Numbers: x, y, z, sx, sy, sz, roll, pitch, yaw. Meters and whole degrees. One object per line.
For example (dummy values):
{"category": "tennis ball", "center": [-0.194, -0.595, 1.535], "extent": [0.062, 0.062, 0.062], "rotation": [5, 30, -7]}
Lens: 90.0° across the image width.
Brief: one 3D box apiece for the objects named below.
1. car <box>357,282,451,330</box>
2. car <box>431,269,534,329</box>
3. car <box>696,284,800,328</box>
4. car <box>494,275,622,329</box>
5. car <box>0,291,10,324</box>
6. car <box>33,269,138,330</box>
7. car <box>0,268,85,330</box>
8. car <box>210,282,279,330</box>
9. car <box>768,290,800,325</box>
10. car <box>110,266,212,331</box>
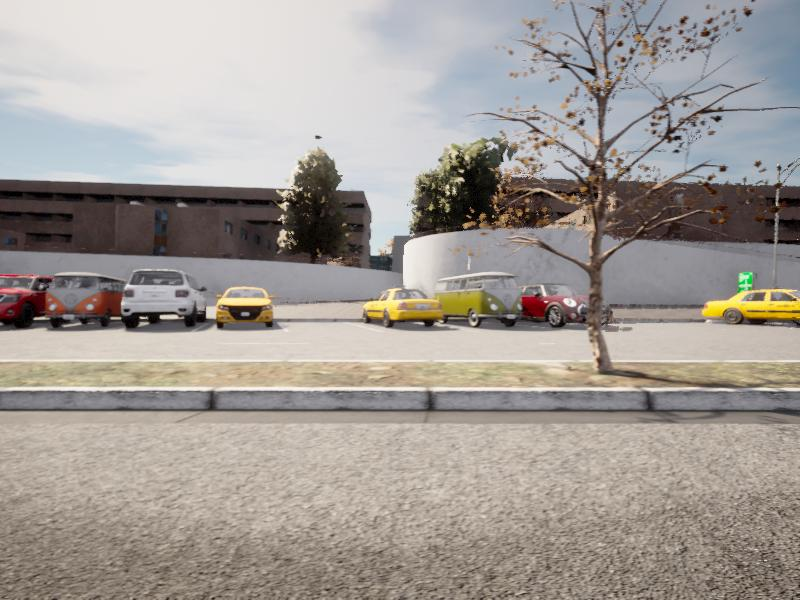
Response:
{"category": "car", "center": [-0.109, 0.231, 15.825], "extent": [1.946, 1.575, 5.366], "rotation": [0, -1, -20]}
{"category": "car", "center": [2.982, 0.009, 15.545], "extent": [1.878, 1.987, 4.442], "rotation": [1, -1, -20]}
{"category": "car", "center": [14.918, 0.245, 15.468], "extent": [1.946, 1.575, 5.366], "rotation": [1, -1, -20]}
{"category": "car", "center": [5.908, 0.114, 15.680], "extent": [2.185, 1.767, 4.553], "rotation": [1, -1, -20]}
{"category": "car", "center": [-17.903, 0.318, 15.666], "extent": [2.002, 1.452, 4.674], "rotation": [0, -1, -20]}
{"category": "car", "center": [-11.910, 0.014, 15.555], "extent": [1.878, 1.987, 4.442], "rotation": [0, -1, -20]}
{"category": "car", "center": [-14.913, 0.005, 15.640], "extent": [2.435, 2.045, 5.566], "rotation": [0, -1, -20]}
{"category": "car", "center": [-5.995, 0.228, 15.661], "extent": [2.097, 1.535, 5.008], "rotation": [1, -1, -20]}
{"category": "car", "center": [17.831, 0.295, 15.642], "extent": [2.002, 1.452, 4.674], "rotation": [1, -1, -20]}
{"category": "car", "center": [-8.987, -0.020, 15.686], "extent": [2.435, 2.045, 5.566], "rotation": [0, -1, -20]}
